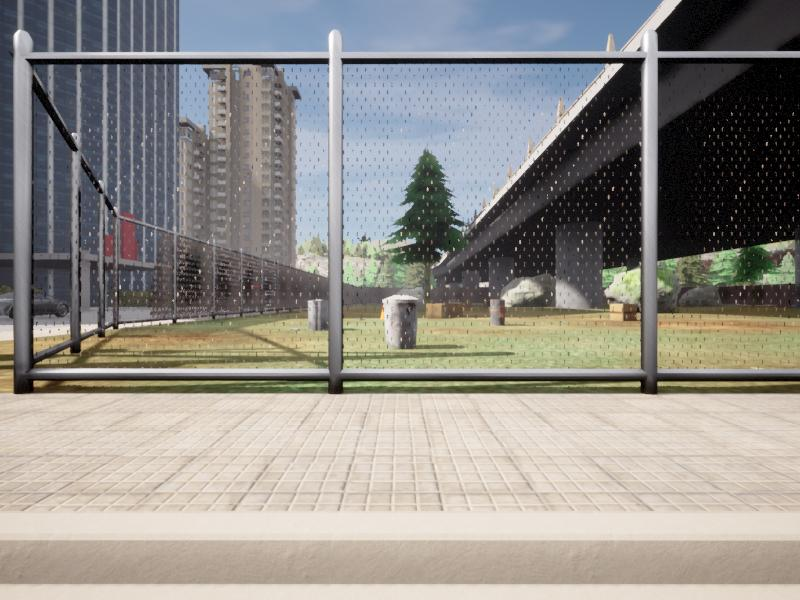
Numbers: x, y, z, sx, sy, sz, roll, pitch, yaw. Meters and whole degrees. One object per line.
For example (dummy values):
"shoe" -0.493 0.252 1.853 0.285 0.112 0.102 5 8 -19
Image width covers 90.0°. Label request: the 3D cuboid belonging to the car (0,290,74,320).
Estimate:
"car" -19.462 0.251 20.597 1.994 1.385 4.181 0 0 -1
